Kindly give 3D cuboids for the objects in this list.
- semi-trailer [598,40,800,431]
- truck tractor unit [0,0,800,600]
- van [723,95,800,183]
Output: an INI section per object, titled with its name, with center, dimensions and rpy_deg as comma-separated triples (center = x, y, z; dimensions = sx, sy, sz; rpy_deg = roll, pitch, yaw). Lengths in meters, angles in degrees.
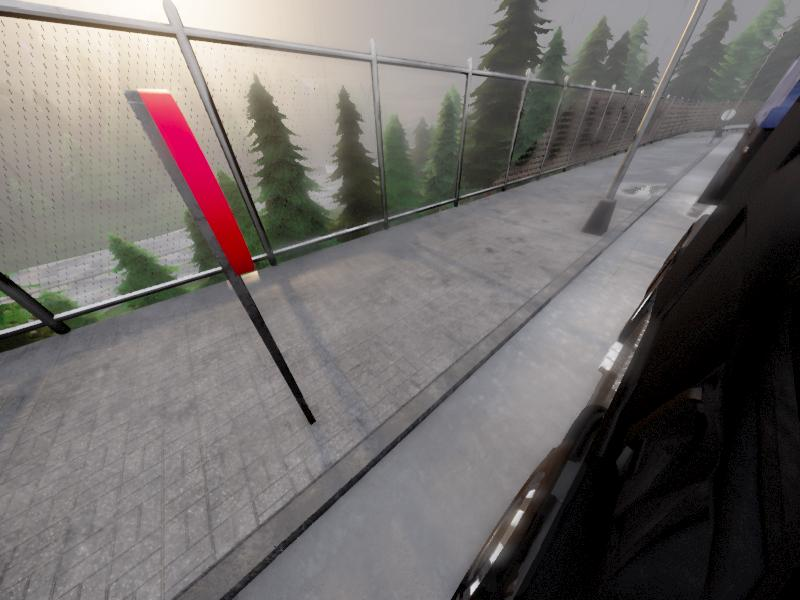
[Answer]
[semi-trailer]
center = 8.698, -3.606, 4.226
dimensions = 14.254, 4.402, 2.717
rpy_deg = -28, 44, -30
[truck tractor unit]
center = 2.645, -0.295, 0.351
dimensions = 6.516, 4.208, 3.053
rpy_deg = -28, 44, -30
[van]
center = 16.355, -6.922, 9.755
dimensions = 5.915, 2.561, 1.988
rpy_deg = -28, 44, -30
